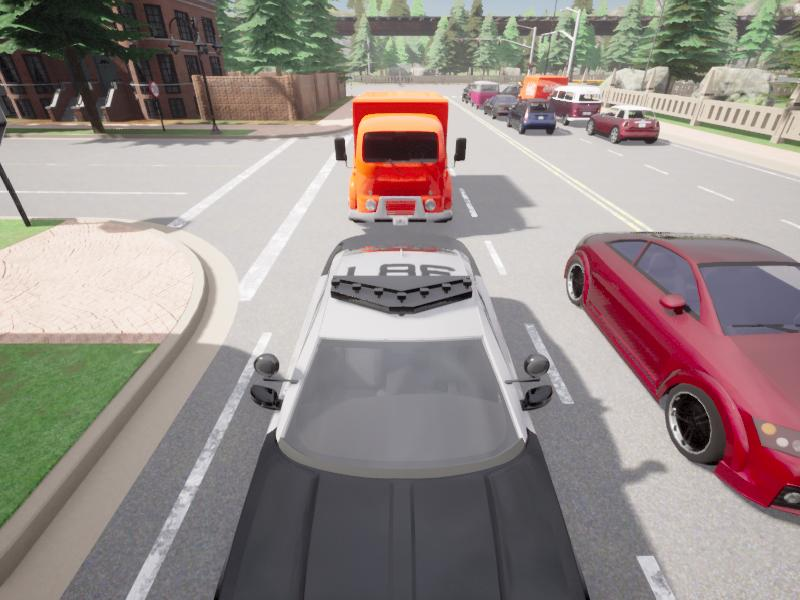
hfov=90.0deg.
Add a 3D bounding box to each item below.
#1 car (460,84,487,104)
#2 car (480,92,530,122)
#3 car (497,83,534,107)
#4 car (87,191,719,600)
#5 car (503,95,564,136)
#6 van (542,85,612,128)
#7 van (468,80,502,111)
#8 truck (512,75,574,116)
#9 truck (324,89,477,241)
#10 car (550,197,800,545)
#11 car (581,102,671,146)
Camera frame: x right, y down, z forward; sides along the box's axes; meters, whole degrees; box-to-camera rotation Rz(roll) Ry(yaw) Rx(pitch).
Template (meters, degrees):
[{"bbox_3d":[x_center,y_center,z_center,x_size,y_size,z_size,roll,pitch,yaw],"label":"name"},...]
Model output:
[{"bbox_3d":[7.012,-19.855,38.500,1.789,1.549,3.705,0,30,0],"label":"car"},{"bbox_3d":[7.012,-13.300,27.429,2.033,1.411,5.357,0,30,0],"label":"car"},{"bbox_3d":[10.511,-18.904,36.801,2.033,1.649,4.856,0,30,0],"label":"car"},{"bbox_3d":[0.011,0.617,3.356,1.930,1.638,5.238,0,30,0],"label":"car"},{"bbox_3d":[7.011,-9.984,21.538,1.851,1.617,3.988,0,30,0],"label":"car"},{"bbox_3d":[10.510,-11.803,24.226,2.069,2.038,4.480,0,30,0],"label":"van"},{"bbox_3d":[7.011,-17.136,33.414,1.775,1.987,4.442,0,30,0],"label":"van"},{"bbox_3d":[10.514,-15.487,30.111,2.627,2.467,5.204,0,30,0],"label":"truck"},{"bbox_3d":[0.007,-3.588,9.713,2.627,2.467,5.204,0,30,0],"label":"truck"},{"bbox_3d":[3.497,0.144,4.421,1.994,1.385,4.181,-1,30,-1],"label":"car"},{"bbox_3d":[10.510,-8.409,18.971,1.970,1.475,3.806,0,30,0],"label":"car"}]
